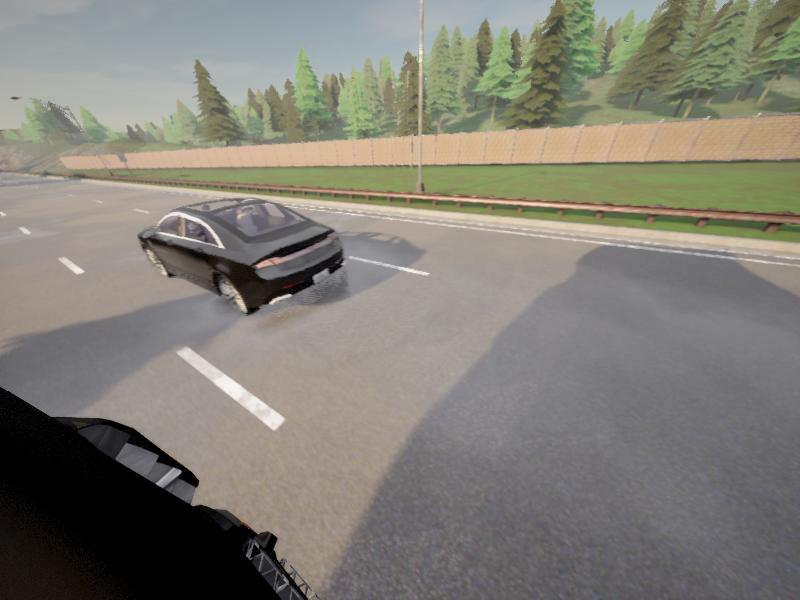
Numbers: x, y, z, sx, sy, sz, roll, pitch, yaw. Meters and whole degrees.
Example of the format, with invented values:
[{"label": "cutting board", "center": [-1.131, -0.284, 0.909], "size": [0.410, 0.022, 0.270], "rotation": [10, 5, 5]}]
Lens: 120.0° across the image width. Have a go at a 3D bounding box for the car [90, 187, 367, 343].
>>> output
[{"label": "car", "center": [-3.343, -1.171, 4.588], "size": [4.902, 1.511, 2.128], "rotation": [16, 38, 26]}]
